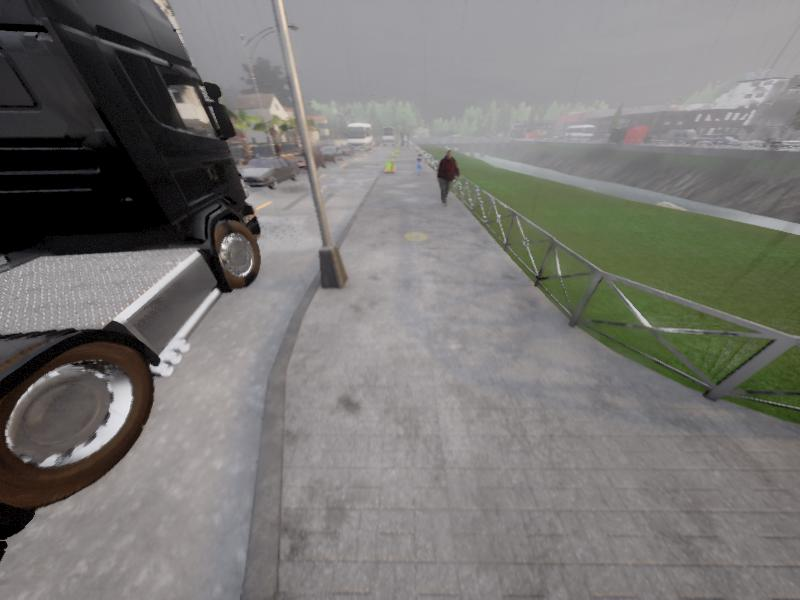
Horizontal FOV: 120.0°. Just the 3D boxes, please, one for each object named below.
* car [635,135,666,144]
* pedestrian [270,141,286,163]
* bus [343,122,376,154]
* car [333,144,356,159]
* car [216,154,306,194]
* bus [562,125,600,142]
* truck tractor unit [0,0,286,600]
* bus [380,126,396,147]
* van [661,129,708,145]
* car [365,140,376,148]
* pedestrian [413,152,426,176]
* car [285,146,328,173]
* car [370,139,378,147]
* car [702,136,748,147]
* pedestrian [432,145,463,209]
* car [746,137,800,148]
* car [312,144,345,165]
[{"bbox_3d":[58.597,-37.727,54.257,2.242,1.667,4.611,0,35,1],"label":"car"},{"bbox_3d":[-12.451,-15.102,23.617,0.751,1.860,0.751,-2,35,-1],"label":"pedestrian"},{"bbox_3d":[-7.137,-30.032,42.641,3.944,4.253,10.273,0,37,1],"label":"bus"},{"bbox_3d":[-7.382,-20.078,31.153,1.994,1.385,4.181,0,35,1],"label":"car"},{"bbox_3d":[-7.599,-7.509,13.450,2.033,1.411,5.357,0,35,1],"label":"car"},{"bbox_3d":[58.956,-54.631,75.807,3.944,4.253,10.273,0,35,1],"label":"bus"},{"bbox_3d":[-3.754,-0.841,1.541,3.053,4.208,6.516,-5,36,-7],"label":"truck tractor unit"},{"bbox_3d":[-3.115,-45.734,64.660,3.944,4.253,10.273,0,35,1],"label":"bus"},{"bbox_3d":[58.514,-33.680,47.815,1.988,2.561,5.915,0,35,1],"label":"van"},{"bbox_3d":[-7.092,-37.722,55.787,1.801,1.575,5.366,0,36,1],"label":"car"},{"bbox_3d":[1.234,-8.782,14.904,0.751,1.300,0.751,3,36,5],"label":"pedestrian"},{"bbox_3d":[-7.533,-11.674,19.125,1.851,1.617,3.988,0,35,1],"label":"car"},{"bbox_3d":[-7.015,-42.348,62.306,1.789,1.549,3.705,0,35,1],"label":"car"},{"bbox_3d":[58.453,-28.666,41.707,1.812,1.442,4.674,0,35,1],"label":"car"},{"bbox_3d":[1.593,-4.197,7.962,0.751,1.860,0.751,0,35,1],"label":"pedestrian"},{"bbox_3d":[58.389,-24.568,36.070,1.895,1.301,4.718,0,35,1],"label":"car"},{"bbox_3d":[-7.464,-15.672,24.719,1.930,1.638,5.238,0,35,1],"label":"car"}]
